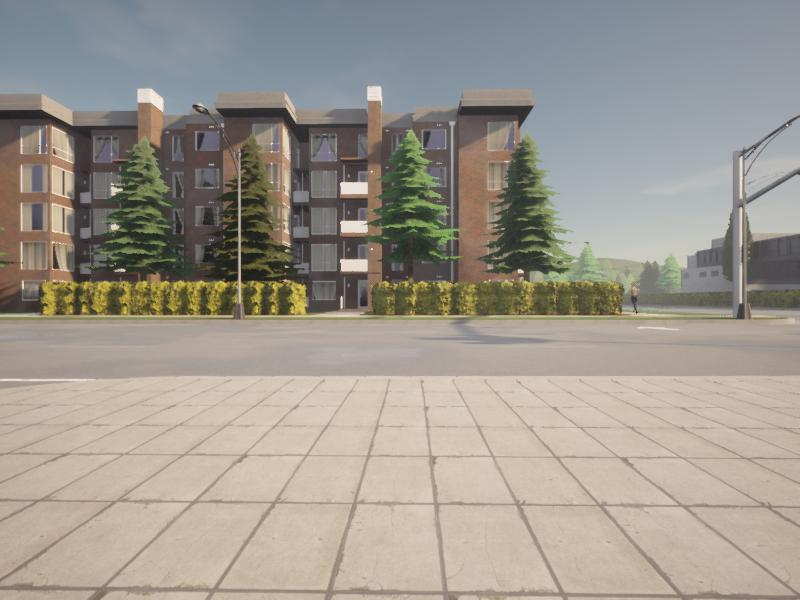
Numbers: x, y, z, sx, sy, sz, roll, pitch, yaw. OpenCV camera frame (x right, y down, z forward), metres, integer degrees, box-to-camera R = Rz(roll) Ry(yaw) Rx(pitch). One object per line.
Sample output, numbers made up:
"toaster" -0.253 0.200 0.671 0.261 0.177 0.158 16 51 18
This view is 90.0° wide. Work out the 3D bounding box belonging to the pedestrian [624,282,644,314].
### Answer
"pedestrian" 13.800 -0.118 23.620 0.751 1.860 0.751 0 0 1
